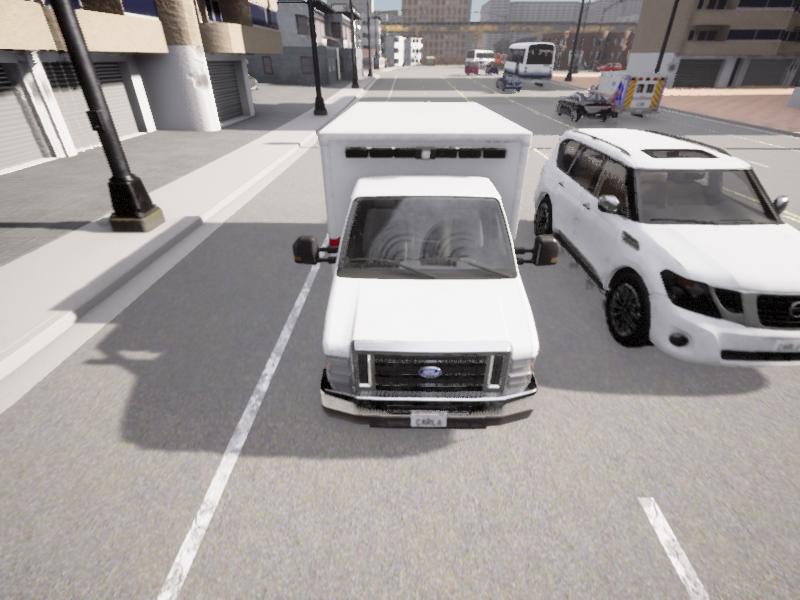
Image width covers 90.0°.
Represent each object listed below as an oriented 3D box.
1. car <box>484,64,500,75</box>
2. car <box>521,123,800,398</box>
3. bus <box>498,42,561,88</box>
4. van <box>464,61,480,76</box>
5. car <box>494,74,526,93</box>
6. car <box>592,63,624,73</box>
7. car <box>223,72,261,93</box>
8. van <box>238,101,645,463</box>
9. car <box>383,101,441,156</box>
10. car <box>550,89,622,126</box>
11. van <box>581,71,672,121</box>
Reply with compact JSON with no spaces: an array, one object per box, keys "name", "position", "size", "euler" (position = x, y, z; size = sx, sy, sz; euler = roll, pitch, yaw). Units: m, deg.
[{"name":"car","position":[15.262,-38.302,66.449],"size":[1.845,1.501,3.633],"euler":[0,31,1]},{"name":"car","position":[3.796,-1.254,6.101],"size":[2.150,2.045,5.566],"euler":[0,30,0]},{"name":"bus","position":[14.836,-27.754,47.071],"size":[3.944,4.253,10.273],"euler":[0,32,1]},{"name":"van","position":[11.746,-37.961,65.498],"size":[1.775,1.987,4.442],"euler":[0,31,1]},{"name":"car","position":[11.360,-22.659,41.739],"size":[2.033,1.411,5.357],"euler":[0,33,1]},{"name":"car","position":[38.866,-43.417,74.849],"size":[4.611,1.667,2.242],"euler":[1,31,2]},{"name":"car","position":[-14.689,-20.336,37.393],"size":[1.970,1.475,3.806],"euler":[0,32,1]},{"name":"van","position":[0.278,-1.225,5.677],"size":[2.351,2.431,6.366],"euler":[0,30,1]},{"name":"car","position":[0.461,-7.500,17.232],"size":[2.128,1.511,4.902],"euler":[0,31,1]},{"name":"car","position":[11.076,-11.767,24.284],"size":[2.128,1.511,4.902],"euler":[0,32,1]},{"name":"van","position":[14.617,-13.657,26.479],"size":[2.351,2.431,6.366],"euler":[0,32,1]}]
